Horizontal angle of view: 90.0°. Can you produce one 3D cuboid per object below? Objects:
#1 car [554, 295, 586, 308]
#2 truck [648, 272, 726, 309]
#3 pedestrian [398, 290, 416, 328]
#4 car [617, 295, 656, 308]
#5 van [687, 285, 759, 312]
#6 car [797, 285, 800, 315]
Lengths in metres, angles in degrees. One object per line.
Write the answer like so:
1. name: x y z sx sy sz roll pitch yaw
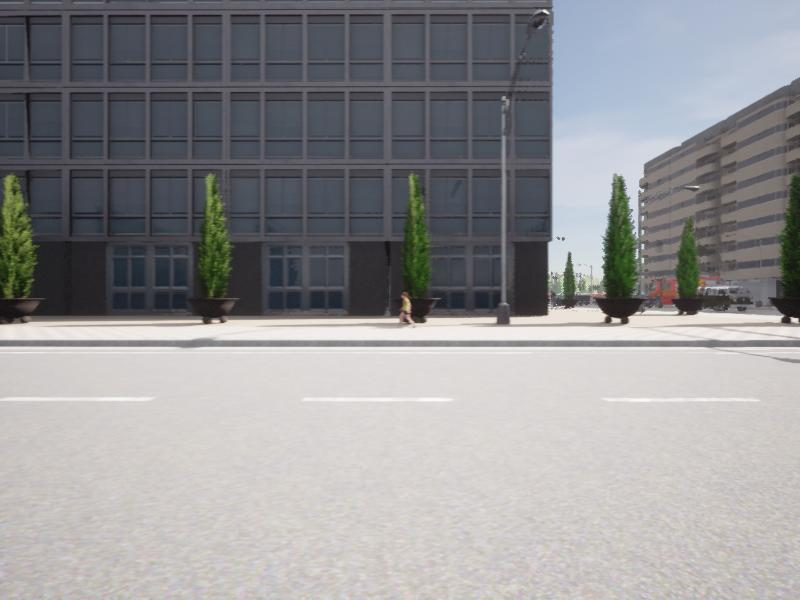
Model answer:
1. car: 21.989 0.182 51.920 2.128 1.511 4.902 0 0 1
2. truck: 32.437 -0.976 45.751 2.891 3.827 8.468 0 0 1
3. pedestrian: 0.203 0.265 11.776 0.500 1.100 0.500 0 0 -1
4. car: 28.962 0.168 49.117 1.882 1.535 5.008 0 0 1
5. van: 25.296 -0.079 31.613 2.069 2.038 4.480 0 -1 1
6. car: 25.203 -0.002 22.135 1.932 1.855 4.605 0 0 1
